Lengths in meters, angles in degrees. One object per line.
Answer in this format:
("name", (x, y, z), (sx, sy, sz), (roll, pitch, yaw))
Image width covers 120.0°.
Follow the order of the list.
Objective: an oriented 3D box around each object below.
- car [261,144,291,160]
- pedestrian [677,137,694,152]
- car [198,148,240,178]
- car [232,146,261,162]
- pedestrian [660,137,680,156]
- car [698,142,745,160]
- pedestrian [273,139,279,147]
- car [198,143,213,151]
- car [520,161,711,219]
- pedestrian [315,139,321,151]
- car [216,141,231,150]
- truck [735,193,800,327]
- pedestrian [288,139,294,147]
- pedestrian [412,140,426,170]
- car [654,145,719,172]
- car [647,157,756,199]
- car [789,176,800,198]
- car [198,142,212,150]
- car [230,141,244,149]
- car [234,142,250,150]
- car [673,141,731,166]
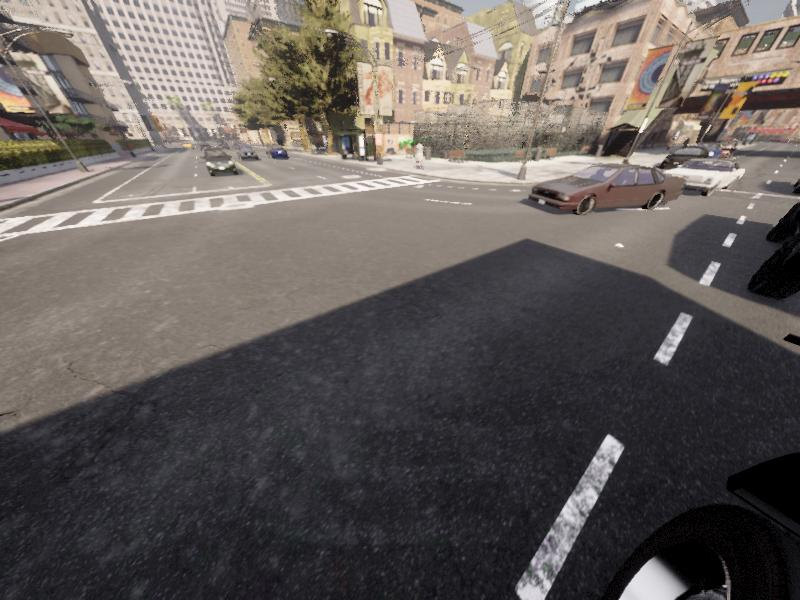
("car", (-16.303, -19.413, 30.253), (2.163, 1.488, 4.792), (-23, 41, -28))
("pedestrian", (42.509, -23.210, 34.429), (0.751, 1.860, 0.751), (-20, 40, -26))
("car", (-13.499, -10.268, 17.173), (1.851, 1.617, 3.988), (-23, 41, -28))
("car", (-18.868, -17.966, 28.305), (2.033, 1.411, 5.357), (-23, 41, -28))
("pedestrian", (33.180, -18.884, 28.394), (0.751, 1.860, 0.751), (-22, 40, -27))
("car", (36.816, -17.139, 26.478), (4.892, 1.521, 2.231), (-23, 41, -28))
("pedestrian", (-33.928, -43.008, 63.188), (0.751, 1.860, 0.751), (-25, 42, -30))
("car", (-43.572, -34.315, 51.688), (1.994, 1.385, 4.181), (-23, 41, -28))
("car", (7.671, -4.188, 8.548), (5.357, 1.411, 2.033), (-8, 36, -10))
("pedestrian", (-14.842, -28.009, 41.772), (0.751, 1.860, 0.751), (-9, 36, -12))
("car", (-41.365, -36.105, 53.995), (2.033, 1.649, 4.856), (-23, 41, -28))
("truck", (8.611, -1.240, 3.755), (6.274, 2.098, 2.390), (-22, 41, -28))
("pedestrian", (-28.018, -40.258, 59.237), (0.751, 1.860, 0.751), (2, 35, 3))
("pedestrian", (1.421, -10.935, 17.448), (0.751, 1.860, 0.751), (-13, 37, -17))
("car", (22.796, -11.327, 18.384), (5.008, 1.535, 2.097), (-23, 41, -28))
("car", (14.538, -6.011, 11.148), (4.718, 1.301, 1.895), (-19, 39, -24))
("car", (19.664, -5.577, 10.184), (5.238, 1.638, 1.930), (-22, 41, -28))
("car", (-49.170, -38.787, 58.117), (2.152, 1.651, 5.027), (-23, 41, -28))
("car", (-42.396, -40.349, 60.139), (2.163, 1.488, 4.792), (-23, 41, -28))
("car", (-37.451, -36.468, 54.661), (2.033, 1.411, 5.357), (-26, 42, -31))
("car", (27.975, -13.648, 21.402), (4.553, 1.767, 2.185), (-23, 41, -28))
